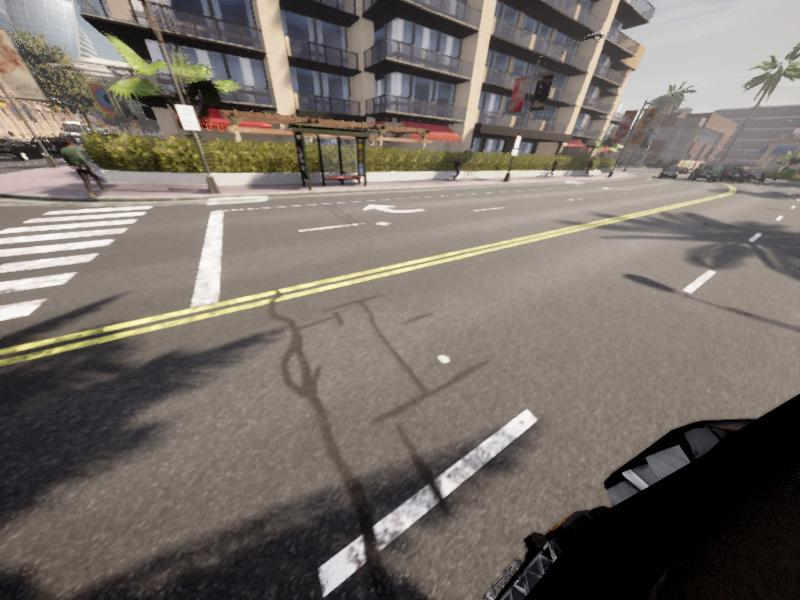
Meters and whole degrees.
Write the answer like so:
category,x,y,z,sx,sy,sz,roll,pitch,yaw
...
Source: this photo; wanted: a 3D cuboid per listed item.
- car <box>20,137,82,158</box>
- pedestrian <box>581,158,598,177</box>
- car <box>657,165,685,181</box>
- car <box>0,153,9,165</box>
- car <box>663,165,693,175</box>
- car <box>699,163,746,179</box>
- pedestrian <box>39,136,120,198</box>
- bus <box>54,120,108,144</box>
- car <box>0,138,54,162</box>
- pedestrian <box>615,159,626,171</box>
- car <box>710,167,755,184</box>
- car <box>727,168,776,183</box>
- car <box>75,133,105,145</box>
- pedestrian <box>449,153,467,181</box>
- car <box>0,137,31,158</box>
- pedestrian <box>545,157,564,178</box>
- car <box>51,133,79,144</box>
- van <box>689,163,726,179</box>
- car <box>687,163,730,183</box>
category,x,y,z,sx,sy,sz,roll,pitch,yaw
car,-35.372,-15.611,23.601,1.851,1.617,3.988,-17,38,-27
pedestrian,22.886,-16.008,27.904,0.751,1.860,0.751,-18,39,-28
car,37.568,-17.719,32.121,1.851,1.617,3.988,28,41,33
car,-28.385,-9.281,14.117,2.150,2.045,5.566,-17,38,-27
car,56.950,-26.727,47.384,1.994,1.385,4.181,12,35,14
car,57.864,-23.277,41.633,2.150,2.045,5.566,14,35,17
pedestrian,-11.445,-4.765,8.359,0.751,1.860,0.751,-10,35,-18
bus,-78.924,-41.785,57.681,3.944,4.253,10.273,-17,38,-27
car,-32.078,-12.478,19.196,1.837,1.490,4.892,-17,38,-27
pedestrian,41.013,-25.080,42.977,0.751,1.860,0.751,19,37,23
car,47.388,-17.917,33.081,2.242,1.667,4.611,24,39,29
car,53.392,-19.067,35.305,2.152,1.651,5.027,21,38,25
car,-70.978,-36.953,52.957,2.150,2.045,5.566,-17,38,-27
pedestrian,4.527,-10.478,18.183,0.751,1.860,0.751,-17,38,-27
car,-37.955,-14.292,21.487,2.007,1.525,4.514,-17,38,-27
pedestrian,16.018,-13.752,23.984,0.751,1.860,0.751,-15,37,-25
car,-73.562,-35.599,50.869,1.905,1.878,3.866,-17,38,-27
van,52.803,-22.281,39.800,1.775,1.987,4.442,18,36,21
car,41.199,-17.110,31.067,2.150,2.045,5.566,28,40,33
